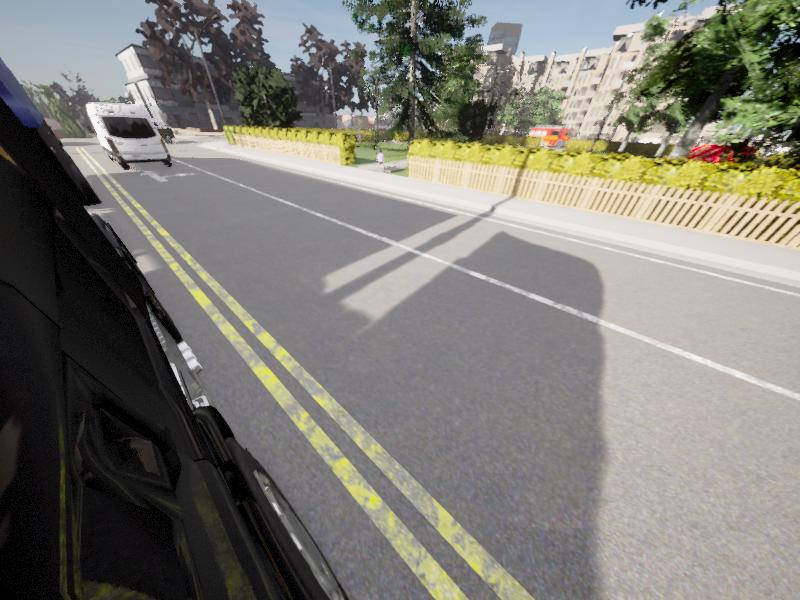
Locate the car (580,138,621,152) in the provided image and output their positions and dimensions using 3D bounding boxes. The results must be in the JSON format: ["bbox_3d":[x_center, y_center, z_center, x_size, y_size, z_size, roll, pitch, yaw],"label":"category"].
[{"bbox_3d":[39.695,-30.846,45.904,5.566,2.045,2.150,29,44,31],"label":"car"}]

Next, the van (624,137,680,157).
[{"bbox_3d":[45.390,-27.858,41.945,6.366,2.431,2.351,29,44,31],"label":"van"}]

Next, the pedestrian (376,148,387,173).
[{"bbox_3d":[-1.003,-7.537,12.503,0.500,1.100,0.500,-7,38,-13],"label":"pedestrian"}]

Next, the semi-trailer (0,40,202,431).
[{"bbox_3d":[-8.715,-3.590,4.216,14.254,4.402,2.717,28,44,30],"label":"semi-trailer"}]

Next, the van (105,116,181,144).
[{"bbox_3d":[-25.032,-16.728,22.860,2.069,2.038,4.480,4,35,2],"label":"van"}]

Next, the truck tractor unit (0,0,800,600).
[{"bbox_3d":[-2.645,-0.295,0.351,6.516,4.208,3.053,28,44,30],"label":"truck tractor unit"}]

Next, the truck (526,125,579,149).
[{"bbox_3d":[32.804,-35.441,50.135,8.468,3.827,2.891,30,44,31],"label":"truck"}]

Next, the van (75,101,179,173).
[{"bbox_3d":[-14.483,-8.660,12.217,5.915,2.561,1.988,28,44,30],"label":"van"}]

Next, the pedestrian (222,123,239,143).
[{"bbox_3d":[-19.894,-19.649,27.139,0.751,1.860,0.751,26,43,28],"label":"pedestrian"}]
